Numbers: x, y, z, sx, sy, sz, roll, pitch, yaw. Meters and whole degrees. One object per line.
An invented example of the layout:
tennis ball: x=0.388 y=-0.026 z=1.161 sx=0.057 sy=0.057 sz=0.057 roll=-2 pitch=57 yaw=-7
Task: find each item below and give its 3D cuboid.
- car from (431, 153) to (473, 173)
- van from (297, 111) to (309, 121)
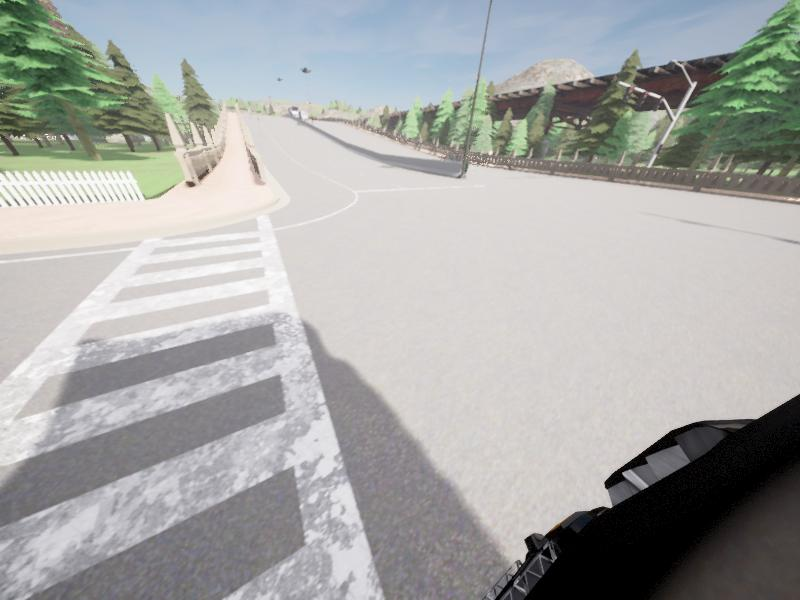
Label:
car: x=5.917 y=-16.092 z=27.063 sx=2.097 sy=1.767 sz=4.553 roll=-15 pitch=38 yaw=-25
van: x=-35.033 y=-66.672 z=83.509 sx=2.351 sy=2.431 sz=6.366 roll=-15 pitch=43 yaw=-25
